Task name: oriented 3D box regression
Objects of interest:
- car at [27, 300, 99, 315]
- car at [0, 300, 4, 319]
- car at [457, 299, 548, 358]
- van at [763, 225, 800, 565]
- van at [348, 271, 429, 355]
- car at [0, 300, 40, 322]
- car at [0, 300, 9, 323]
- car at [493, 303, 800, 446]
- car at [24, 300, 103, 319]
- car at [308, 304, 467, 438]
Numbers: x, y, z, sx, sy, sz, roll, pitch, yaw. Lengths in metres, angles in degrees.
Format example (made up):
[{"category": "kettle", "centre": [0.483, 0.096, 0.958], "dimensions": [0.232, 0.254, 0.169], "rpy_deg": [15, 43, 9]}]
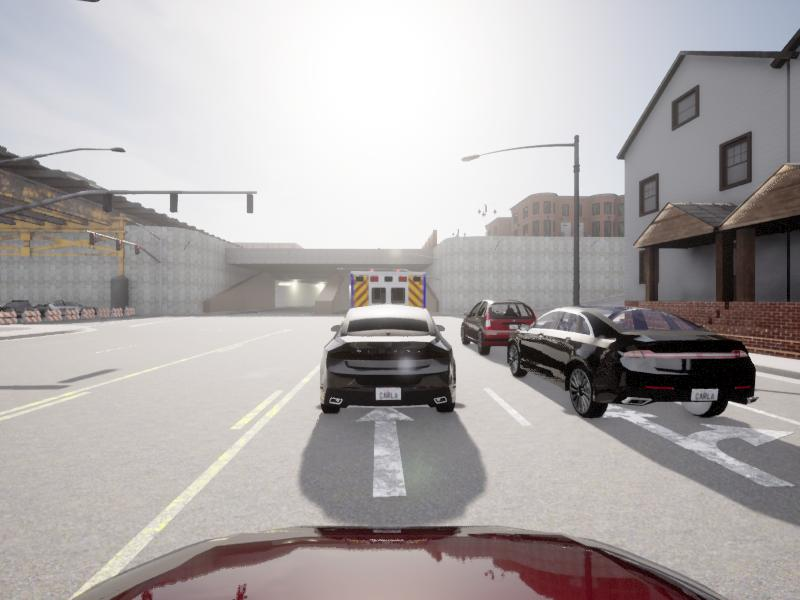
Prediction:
[{"category": "car", "centre": [-30.092, 0.638, 35.903], "dimensions": [1.853, 1.218, 4.536], "rpy_deg": [0, 0, 27]}, {"category": "car", "centre": [-29.000, 0.638, 25.964], "dimensions": [1.853, 1.218, 4.536], "rpy_deg": [0, 0, 42]}, {"category": "car", "centre": [3.116, 0.788, 13.044], "dimensions": [1.851, 1.617, 3.988], "rpy_deg": [0, 0, -2]}, {"category": "van", "centre": [3.492, 0.572, 0.423], "dimensions": [2.069, 2.038, 4.480], "rpy_deg": [0, 0, -2]}, {"category": "van", "centre": [-0.436, 0.378, 14.773], "dimensions": [2.351, 2.431, 6.366], "rpy_deg": [0, 0, -2]}, {"category": "car", "centre": [-29.116, 0.796, 30.609], "dimensions": [2.038, 1.542, 4.974], "rpy_deg": [0, 0, -38]}, {"category": "car", "centre": [-28.966, 0.796, 26.003], "dimensions": [2.038, 1.542, 4.974], "rpy_deg": [0, 0, 42]}, {"category": "car", "centre": [3.293, 0.836, 6.852], "dimensions": [2.128, 1.511, 4.902], "rpy_deg": [0, 0, -2]}, {"category": "car", "centre": [-30.069, 0.796, 35.949], "dimensions": [2.038, 1.542, 4.974], "rpy_deg": [0, 0, 27]}, {"category": "car", "centre": [-0.209, 0.844, 7.073], "dimensions": [1.837, 1.490, 4.892], "rpy_deg": [0, 0, -2]}]
